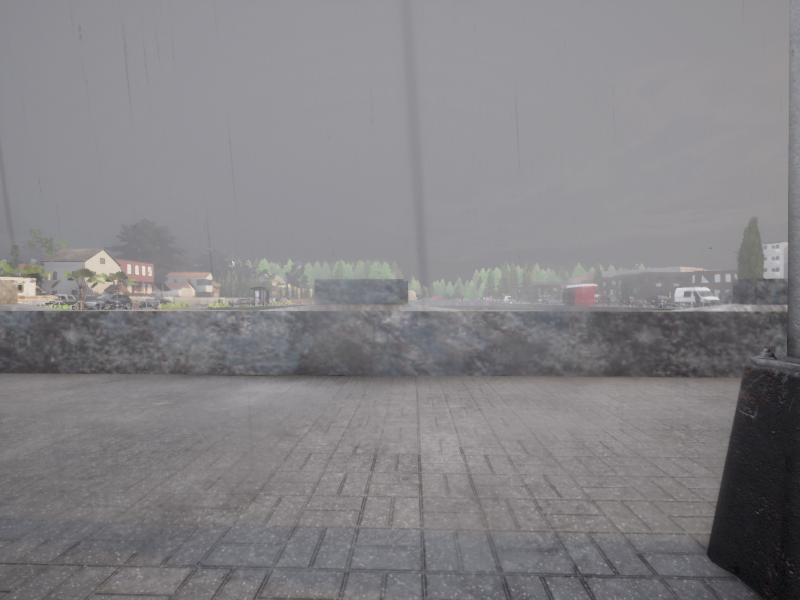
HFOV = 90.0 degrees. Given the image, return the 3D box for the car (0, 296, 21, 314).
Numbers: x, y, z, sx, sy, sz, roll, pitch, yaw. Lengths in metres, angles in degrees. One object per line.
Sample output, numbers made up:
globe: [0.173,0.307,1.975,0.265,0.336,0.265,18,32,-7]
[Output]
car: [-29.630,0.344,27.856,1.895,1.301,4.718,0,0,2]

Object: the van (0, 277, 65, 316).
van: [-25.675,-0.222,25.965,2.351,2.431,6.366,0,0,2]

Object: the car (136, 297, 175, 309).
car: [-28.969,0.307,47.543,1.994,1.385,4.181,0,0,1]

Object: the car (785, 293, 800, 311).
car: [36.340,0.201,34.239,1.801,1.575,5.366,0,0,2]

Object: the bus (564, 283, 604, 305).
bus: [38.101,-1.139,83.307,3.944,4.253,10.273,0,0,2]

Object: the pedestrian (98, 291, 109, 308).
pedestrian: [-34.332,-0.067,46.307,0.751,1.860,0.751,0,0,1]

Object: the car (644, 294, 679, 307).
car: [37.100,0.094,56.978,2.097,1.767,4.553,0,0,2]

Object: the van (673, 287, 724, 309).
van: [36.850,-0.278,49.652,1.988,2.561,5.915,0,0,2]

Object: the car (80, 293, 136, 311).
car: [-29.211,0.178,40.270,2.033,1.649,4.856,0,0,2]

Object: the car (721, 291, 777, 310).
car: [36.603,0.052,42.120,1.932,1.855,4.605,0,0,2]
